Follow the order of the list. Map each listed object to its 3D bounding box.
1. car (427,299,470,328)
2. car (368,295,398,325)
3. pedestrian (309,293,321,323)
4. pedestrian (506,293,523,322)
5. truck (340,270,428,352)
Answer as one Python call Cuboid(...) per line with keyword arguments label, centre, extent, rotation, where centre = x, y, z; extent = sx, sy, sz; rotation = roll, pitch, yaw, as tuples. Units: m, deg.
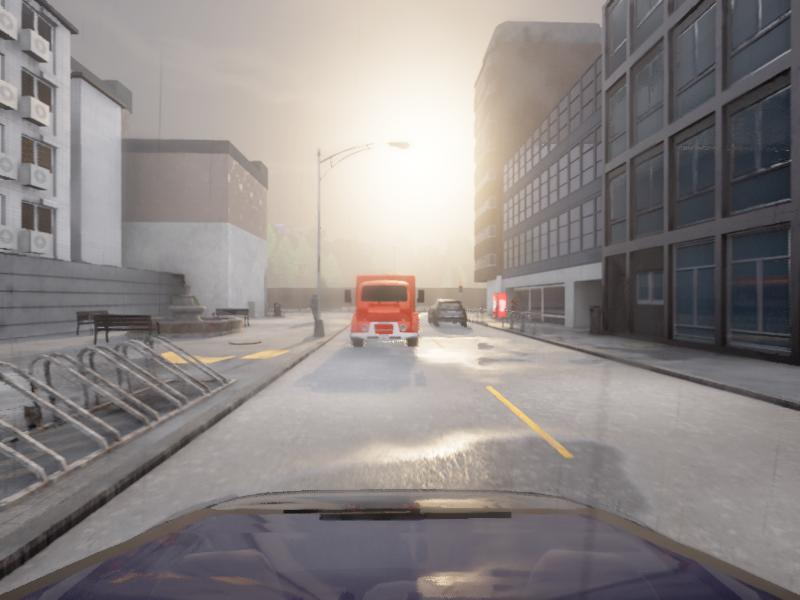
Cuboid(label="car", centre=(2.870, 0.743, 24.763), extent=(2.033, 1.649, 4.856), rotation=(0, 0, -1))
Cuboid(label="car", centre=(-1.160, 0.609, 27.050), extent=(1.905, 1.878, 3.866), rotation=(0, 0, -2))
Cuboid(label="pedestrian", centre=(-5.457, 0.497, 25.697), extent=(0.751, 1.860, 0.751), rotation=(0, 0, -8))
Cuboid(label="pedestrian", centre=(7.486, 0.492, 26.192), extent=(0.751, 1.860, 0.751), rotation=(0, 0, -22))
Cuboid(label="truck", centre=(-0.501, 0.343, 14.647), extent=(2.627, 2.467, 5.204), rotation=(0, -1, 0))
